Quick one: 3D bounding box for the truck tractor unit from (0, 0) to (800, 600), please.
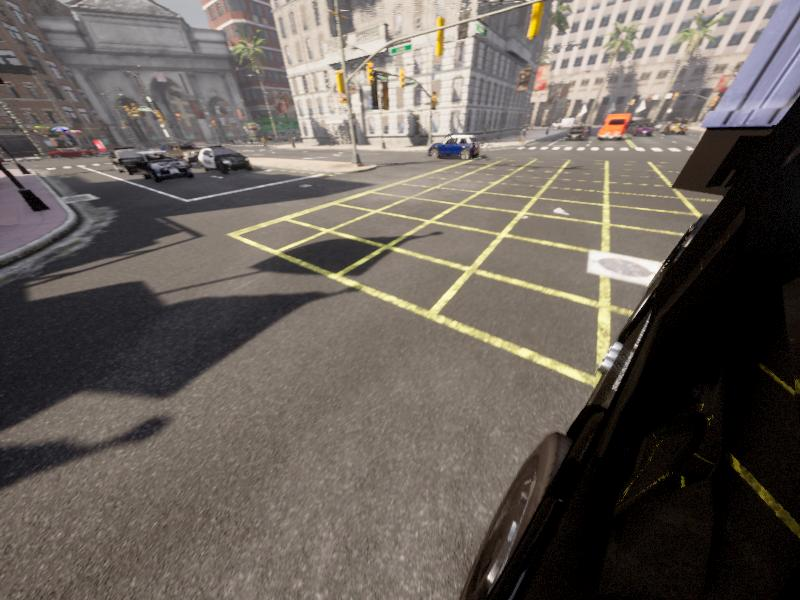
[{"bbox_3d":[2.645,-0.295,0.351,6.516,4.208,3.053,-28,44,-30],"label":"truck tractor unit"}]

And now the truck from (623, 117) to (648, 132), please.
[{"bbox_3d":[44.870,-33.676,44.185,2.390,2.098,6.274,22,43,29],"label":"truck"}]

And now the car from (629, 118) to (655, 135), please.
[{"bbox_3d":[36.176,-26.026,34.664,1.905,1.878,3.866,22,43,29],"label":"car"}]

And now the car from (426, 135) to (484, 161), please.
[{"bbox_3d":[4.170,-11.806,17.883,3.806,1.475,1.970,22,43,29],"label":"car"}]

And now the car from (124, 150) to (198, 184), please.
[{"bbox_3d":[-14.843,-8.354,14.359,3.806,1.475,1.970,22,43,29],"label":"car"}]

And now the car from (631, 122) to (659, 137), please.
[{"bbox_3d":[32.727,-22.862,30.993,1.816,1.474,4.193,22,43,29],"label":"car"}]

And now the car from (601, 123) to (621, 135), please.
[{"bbox_3d":[33.981,-27.516,37.207,1.994,1.385,4.181,23,44,30],"label":"car"}]

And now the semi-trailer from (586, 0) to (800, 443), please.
[{"bbox_3d":[9.896,-2.253,2.379,14.254,4.402,2.717,-11,37,-11],"label":"semi-trailer"}]

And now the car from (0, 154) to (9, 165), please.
[{"bbox_3d":[-51.428,-16.951,27.870,1.816,1.474,4.193,22,43,29],"label":"car"}]

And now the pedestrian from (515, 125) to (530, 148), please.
[{"bbox_3d":[12.107,-16.142,22.848,0.751,1.860,0.751,22,43,29],"label":"pedestrian"}]

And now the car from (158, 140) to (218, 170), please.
[{"bbox_3d":[-17.777,-12.258,19.388,4.605,1.855,1.932,22,43,29],"label":"car"}]

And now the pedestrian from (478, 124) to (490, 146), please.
[{"bbox_3d":[8.896,-17.406,24.458,0.751,1.860,0.751,15,40,21],"label":"pedestrian"}]

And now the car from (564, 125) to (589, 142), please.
[{"bbox_3d":[22.242,-20.951,29.026,1.837,1.490,4.892,22,43,28],"label":"car"}]

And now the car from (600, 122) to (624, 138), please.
[{"bbox_3d":[29.628,-23.871,32.372,1.930,1.638,5.238,22,43,29],"label":"car"}]

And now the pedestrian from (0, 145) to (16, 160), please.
[{"bbox_3d":[-59.159,-22.096,34.540,0.751,1.860,0.751,8,38,13],"label":"pedestrian"}]

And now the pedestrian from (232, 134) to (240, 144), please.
[{"bbox_3d":[-39.657,-38.984,55.922,0.751,1.860,0.751,-10,38,-10],"label":"pedestrian"}]

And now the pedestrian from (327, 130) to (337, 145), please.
[{"bbox_3d":[-10.570,-25.265,36.018,0.751,1.860,0.751,23,44,30],"label":"pedestrian"}]

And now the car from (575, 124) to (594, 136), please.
[{"bbox_3d":[30.863,-28.444,38.617,1.994,1.385,4.181,22,43,28],"label":"car"}]

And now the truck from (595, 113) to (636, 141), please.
[{"bbox_3d":[25.539,-20.617,27.581,2.627,2.467,5.204,21,43,28],"label":"truck"}]

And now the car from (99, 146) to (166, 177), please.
[{"bbox_3d":[-20.300,-10.595,17.514,5.238,1.638,1.930,22,43,29],"label":"car"}]

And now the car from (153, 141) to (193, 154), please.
[{"bbox_3d":[-35.011,-23.523,35.718,4.674,1.442,1.812,8,38,14],"label":"car"}]

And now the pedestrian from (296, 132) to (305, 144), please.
[{"bbox_3d":[-18.155,-29.588,42.201,0.751,1.860,0.751,24,44,31],"label":"pedestrian"}]

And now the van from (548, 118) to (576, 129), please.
[{"bbox_3d":[49.711,-54.121,70.848,6.366,2.431,2.351,22,43,29],"label":"van"}]

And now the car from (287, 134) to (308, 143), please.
[{"bbox_3d":[-25.008,-39.672,56.581,1.851,1.617,3.988,22,43,29],"label":"car"}]

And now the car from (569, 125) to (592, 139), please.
[{"bbox_3d":[26.525,-24.692,33.846,2.033,1.411,5.357,22,43,29],"label":"car"}]

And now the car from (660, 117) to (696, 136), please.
[{"bbox_3d":[37.534,-23.588,31.353,1.932,1.855,4.605,22,43,29],"label":"car"}]

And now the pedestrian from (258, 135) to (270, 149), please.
[{"bbox_3d":[-21.671,-25.177,36.781,0.751,1.860,0.751,17,41,24],"label":"pedestrian"}]

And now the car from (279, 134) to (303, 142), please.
[{"bbox_3d":[-27.539,-41.115,58.588,2.038,1.542,4.974,22,43,29],"label":"car"}]

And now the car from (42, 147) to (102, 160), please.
[{"bbox_3d":[-48.268,-21.697,34.157,4.718,1.301,1.895,-21,41,-23],"label":"car"}]

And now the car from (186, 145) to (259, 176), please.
[{"bbox_3d":[-12.677,-10.084,16.496,4.974,1.542,2.038,22,43,28],"label":"car"}]
